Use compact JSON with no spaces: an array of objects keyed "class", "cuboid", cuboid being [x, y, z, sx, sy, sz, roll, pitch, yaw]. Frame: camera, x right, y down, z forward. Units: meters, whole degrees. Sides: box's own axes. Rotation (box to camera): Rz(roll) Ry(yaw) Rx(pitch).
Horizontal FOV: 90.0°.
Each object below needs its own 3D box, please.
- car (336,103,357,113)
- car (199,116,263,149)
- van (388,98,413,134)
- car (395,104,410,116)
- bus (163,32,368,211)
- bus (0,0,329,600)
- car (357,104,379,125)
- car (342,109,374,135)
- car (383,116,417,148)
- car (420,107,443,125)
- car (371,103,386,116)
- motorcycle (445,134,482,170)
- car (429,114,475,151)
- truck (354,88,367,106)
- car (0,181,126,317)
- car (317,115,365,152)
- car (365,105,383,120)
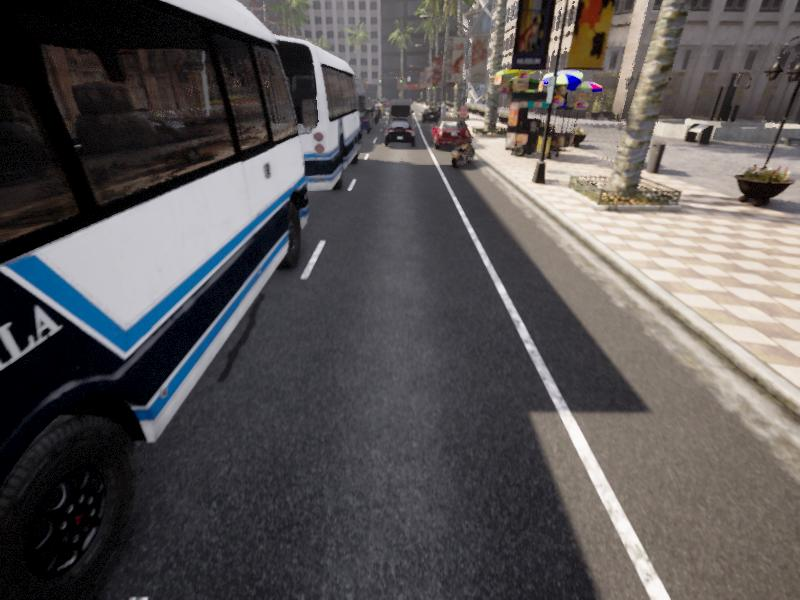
[{"class":"car","cuboid":[-8.888,-31.919,66.416,1.970,1.475,3.806,-16,32,-29]},{"class":"car","cuboid":[-10.489,-10.628,25.249,2.007,1.525,4.514,0,27,0]},{"class":"van","cuboid":[0.086,-16.181,34.962,1.988,2.561,5.915,1,28,1]},{"class":"car","cuboid":[0.377,-28.009,58.862,2.128,1.511,4.902,1,27,0]},{"class":"bus","cuboid":[-3.613,-6.781,14.957,3.944,4.253,10.273,0,27,0]},{"class":"bus","cuboid":[-3.610,-0.958,3.745,3.944,4.253,10.273,0,27,0]},{"class":"car","cuboid":[-3.311,-19.934,42.873,1.932,1.855,4.605,1,28,0]},{"class":"car","cuboid":[-3.437,-15.145,33.921,2.152,1.651,5.027,1,27,1]},{"class":"car","cuboid":[0.009,-11.028,26.124,2.038,1.542,4.974,0,27,0]},{"class":"car","cuboid":[3.397,-20.472,44.411,2.163,1.488,4.792,0,27,0]},{"class":"car","cuboid":[-3.125,-27.965,58.659,1.801,1.575,5.366,1,27,0]},{"class":"motorcycle","cuboid":[2.946,-6.850,18.452,0.764,1.277,2.356,15,31,26]},{"class":"car","cuboid":[3.096,-10.491,24.849,2.185,1.767,4.553,0,27,0]},{"class":"truck","cuboid":[-9.968,-51.065,100.629,2.891,3.827,8.468,-3,28,-6]},{"class":"car","cuboid":[-6.994,-0.831,6.592,1.994,1.385,4.181,0,27,0]},{"class":"car","cuboid":[-3.504,-10.400,24.784,2.152,1.651,5.027,0,28,0]},{"class":"car","cuboid":[-3.223,-23.638,50.419,1.837,1.490,4.892,1,28,0]}]
